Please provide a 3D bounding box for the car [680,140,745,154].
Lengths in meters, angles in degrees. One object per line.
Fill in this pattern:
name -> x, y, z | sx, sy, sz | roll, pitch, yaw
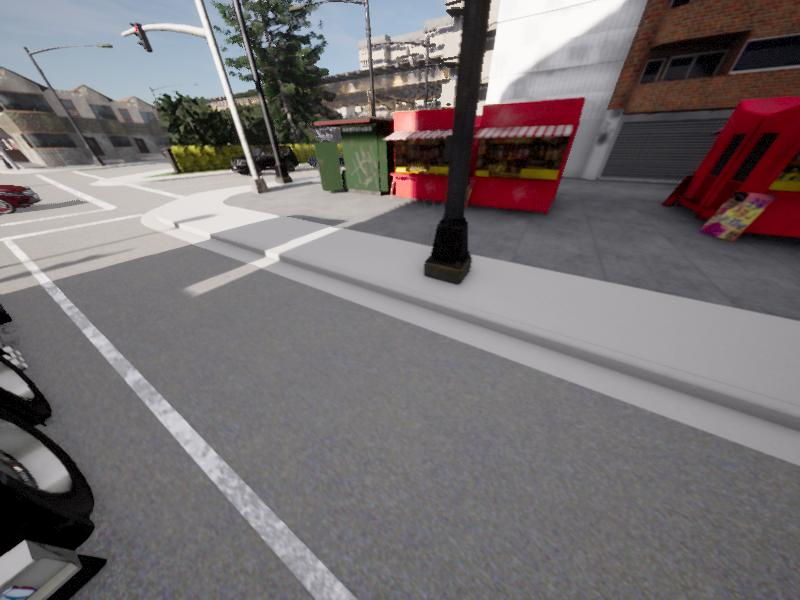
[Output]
car -> 46.063, -22.660, 34.311 | 5.238, 1.638, 1.930 | 17, 38, 25

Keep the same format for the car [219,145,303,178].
car -> -11.510, -12.008, 19.818 | 2.150, 2.045, 5.566 | 18, 39, 25

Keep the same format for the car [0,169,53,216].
car -> -17.124, -3.707, 8.366 | 4.674, 1.442, 1.812 | -26, 42, -31

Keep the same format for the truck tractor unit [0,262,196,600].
truck tractor unit -> -5.105, -0.306, 0.792 | 6.516, 4.208, 3.053 | 18, 39, 24
